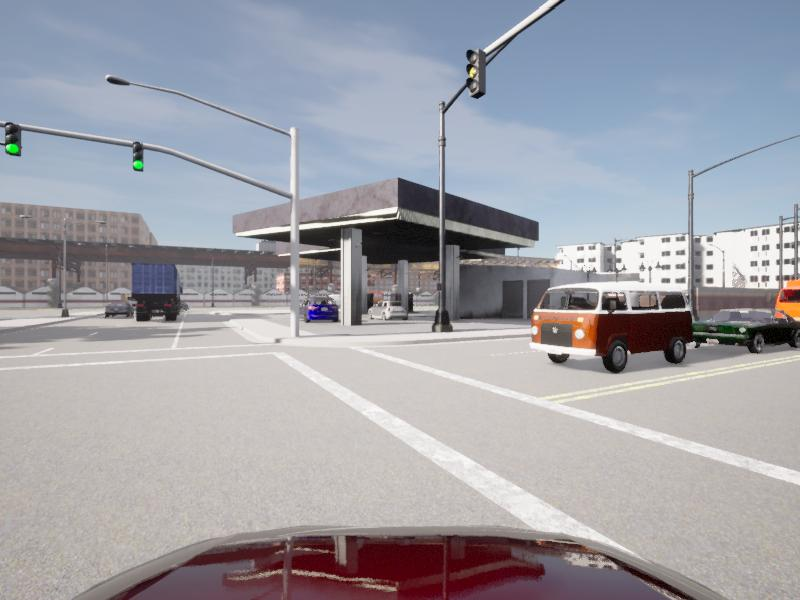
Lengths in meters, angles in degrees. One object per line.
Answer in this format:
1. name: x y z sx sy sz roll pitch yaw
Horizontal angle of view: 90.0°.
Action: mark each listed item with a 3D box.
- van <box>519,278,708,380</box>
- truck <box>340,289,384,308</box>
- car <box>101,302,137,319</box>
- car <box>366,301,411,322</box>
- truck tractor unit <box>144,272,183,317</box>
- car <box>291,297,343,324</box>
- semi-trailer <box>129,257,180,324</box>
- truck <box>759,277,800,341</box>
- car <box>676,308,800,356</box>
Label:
1. van: 5.362 0.571 9.980 4.480 2.038 2.069 0 0 -29
2. truck: -7.774 -0.321 81.441 8.468 3.827 2.891 0 0 -24
3. car: -25.930 0.895 37.108 2.033 1.411 5.357 0 0 -28
4. car: -0.973 0.799 30.327 1.970 1.475 3.806 0 0 -27
5. truck tractor unit: -23.816 -0.520 40.596 3.053 4.208 6.516 0 0 -28
6. car: -5.707 0.638 26.983 2.242 1.667 4.611 0 0 -27
7. semi-trailer: -20.137 -0.618 33.593 2.717 4.402 14.254 0 0 -28
8. truck: 17.876 0.357 16.753 5.204 2.467 2.627 0 0 -28
9. car: 11.463 0.944 13.256 4.718 1.301 1.895 0 0 -29
